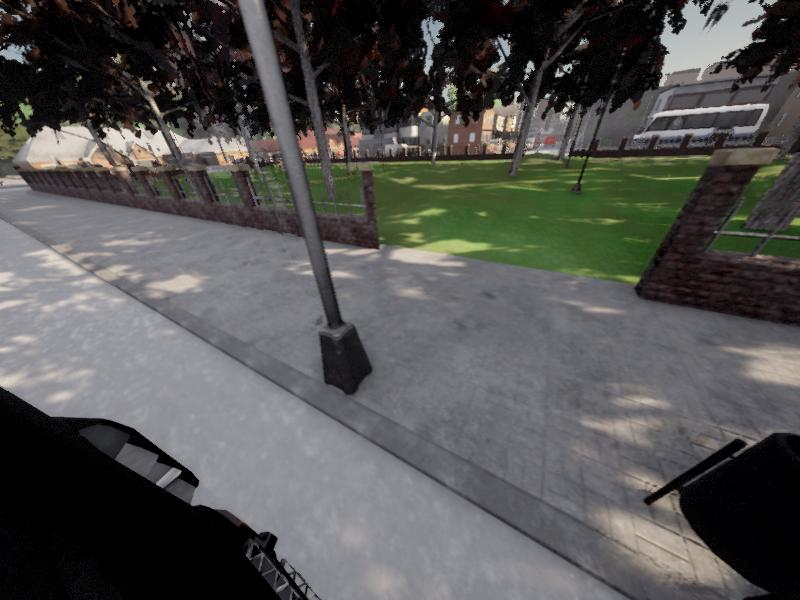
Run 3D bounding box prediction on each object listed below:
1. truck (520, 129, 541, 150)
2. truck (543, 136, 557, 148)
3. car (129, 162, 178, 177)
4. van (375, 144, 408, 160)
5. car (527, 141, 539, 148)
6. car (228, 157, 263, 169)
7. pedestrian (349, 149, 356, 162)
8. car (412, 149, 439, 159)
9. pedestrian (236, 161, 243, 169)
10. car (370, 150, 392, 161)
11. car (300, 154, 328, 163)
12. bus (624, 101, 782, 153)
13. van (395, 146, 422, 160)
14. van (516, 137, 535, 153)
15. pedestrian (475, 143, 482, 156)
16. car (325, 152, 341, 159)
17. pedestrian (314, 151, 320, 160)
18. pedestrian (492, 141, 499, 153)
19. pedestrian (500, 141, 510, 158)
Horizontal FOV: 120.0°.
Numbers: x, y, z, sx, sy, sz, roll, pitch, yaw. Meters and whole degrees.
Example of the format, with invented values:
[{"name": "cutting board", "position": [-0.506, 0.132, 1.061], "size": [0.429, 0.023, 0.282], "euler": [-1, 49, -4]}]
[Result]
[{"name": "truck", "position": [31.525, -38.518, 55.592], "size": [2.891, 3.827, 8.468], "euler": [16, 38, 26]}, {"name": "truck", "position": [40.599, -42.814, 62.542], "size": [2.627, 2.467, 5.204], "euler": [15, 39, 25]}, {"name": "car", "position": [-38.883, -20.704, 36.543], "size": [2.242, 1.667, 4.611], "euler": [16, 38, 26]}, {"name": "van", "position": [-1.708, -30.137, 46.983], "size": [6.366, 2.431, 2.351], "euler": [15, 38, 25]}, {"name": "car", "position": [36.936, -43.168, 64.197], "size": [2.128, 1.511, 4.902], "euler": [15, 38, 25]}, {"name": "car", "position": [-29.284, -26.125, 44.002], "size": [1.882, 1.535, 5.008], "euler": [15, 38, 25]}, {"name": "pedestrian", "position": [-8.484, -25.885, 41.445], "size": [0.751, 1.860, 0.751], "euler": [14, 37, 24]}, {"name": "car", "position": [4.730, -27.704, 43.844], "size": [4.718, 1.301, 1.895], "euler": [17, 39, 27]}, {"name": "pedestrian", "position": [-26.841, -22.565, 38.642], "size": [0.500, 1.100, 0.500], "euler": [15, 38, 25]}, {"name": "car", "position": [-3.690, -27.672, 44.264], "size": [3.633, 1.501, 1.845], "euler": [14, 37, 24]}, {"name": "car", "position": [-19.255, -31.882, 51.939], "size": [5.357, 1.411, 2.033], "euler": [1, 34, 6]}, {"name": "bus", "position": [35.448, -20.751, 28.303], "size": [10.273, 4.253, 3.944], "euler": [15, 38, 25]}, {"name": "van", "position": [1.514, -26.404, 41.536], "size": [4.442, 1.987, 1.775], "euler": [14, 37, 24]}, {"name": "van", "position": [25.833, -31.878, 47.371], "size": [2.351, 2.431, 6.366], "euler": [16, 38, 26]}, {"name": "pedestrian", "position": [13.562, -26.018, 40.055], "size": [0.751, 1.860, 0.751], "euler": [20, 40, 30]}, {"name": "car", "position": [-19.138, -41.223, 65.931], "size": [1.994, 1.385, 4.181], "euler": [15, 38, 25]}, {"name": "pedestrian", "position": [-21.690, -37.796, 60.521], "size": [0.751, 1.860, 0.751], "euler": [14, 37, 24]}, {"name": "pedestrian", "position": [19.056, -30.349, 45.894], "size": [0.751, 1.860, 0.751], "euler": [26, 44, 36]}, {"name": "pedestrian", "position": [14.806, -21.188, 32.543], "size": [0.751, 1.860, 0.751], "euler": [22, 41, 33]}]
